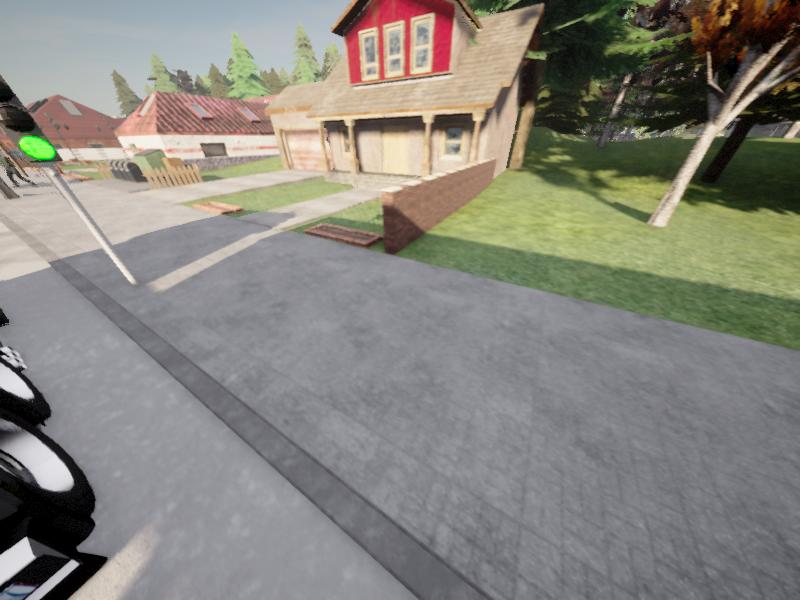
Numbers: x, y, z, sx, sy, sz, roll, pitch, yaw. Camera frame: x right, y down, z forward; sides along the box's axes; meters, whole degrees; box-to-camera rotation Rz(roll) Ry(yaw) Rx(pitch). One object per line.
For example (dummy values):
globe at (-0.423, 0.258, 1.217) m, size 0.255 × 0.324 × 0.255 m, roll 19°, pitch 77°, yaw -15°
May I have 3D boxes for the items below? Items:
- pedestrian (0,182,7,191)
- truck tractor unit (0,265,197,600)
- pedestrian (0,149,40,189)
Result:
pedestrian at (-21.898, -6.638, 11.901) m, size 0.751 × 1.860 × 0.751 m, roll 15°, pitch 38°, yaw 21°
truck tractor unit at (-5.115, -0.294, 0.787) m, size 6.516 × 4.208 × 3.053 m, roll 18°, pitch 39°, yaw 24°
pedestrian at (-21.495, -7.238, 12.759) m, size 0.751 × 1.860 × 0.751 m, roll 9°, pitch 36°, yaw 13°
